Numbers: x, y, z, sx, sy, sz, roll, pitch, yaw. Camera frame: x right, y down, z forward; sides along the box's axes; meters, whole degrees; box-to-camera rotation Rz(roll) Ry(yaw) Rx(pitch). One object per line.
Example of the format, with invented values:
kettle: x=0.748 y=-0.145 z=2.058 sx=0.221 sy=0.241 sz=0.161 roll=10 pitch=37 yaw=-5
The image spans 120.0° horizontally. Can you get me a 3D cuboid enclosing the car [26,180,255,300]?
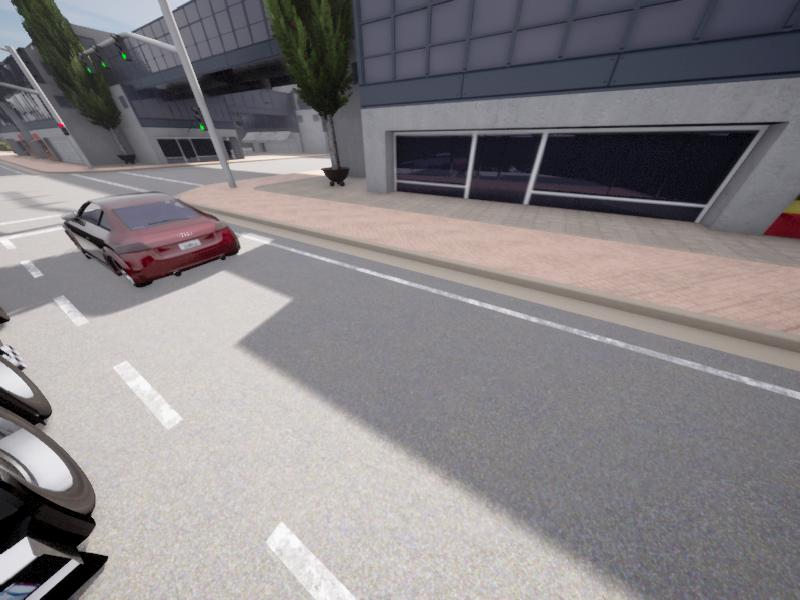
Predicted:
car: x=-5.732 y=-1.648 z=5.206 sx=4.181 sy=1.385 sz=1.994 roll=18 pitch=39 yaw=24

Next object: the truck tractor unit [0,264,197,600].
truck tractor unit: x=-5.112 y=-0.299 z=0.780 sx=6.516 sy=4.208 sz=3.053 roll=18 pitch=39 yaw=24
